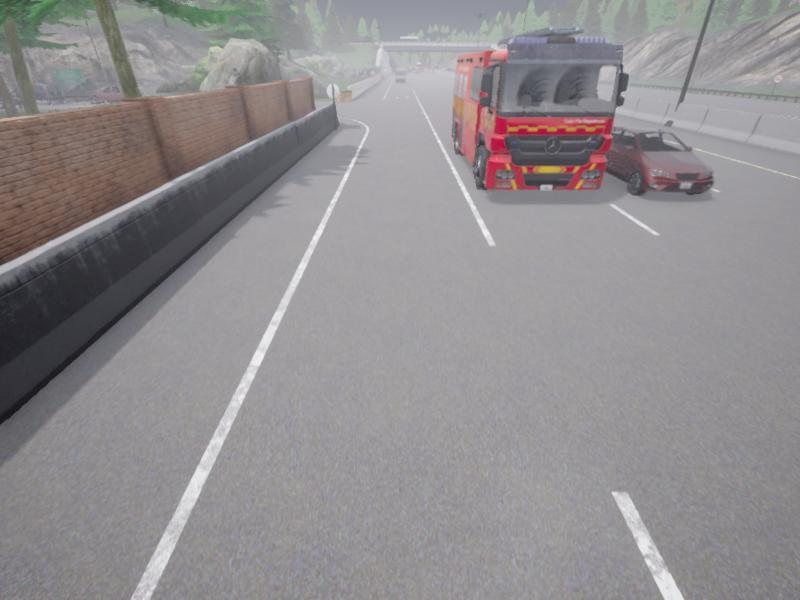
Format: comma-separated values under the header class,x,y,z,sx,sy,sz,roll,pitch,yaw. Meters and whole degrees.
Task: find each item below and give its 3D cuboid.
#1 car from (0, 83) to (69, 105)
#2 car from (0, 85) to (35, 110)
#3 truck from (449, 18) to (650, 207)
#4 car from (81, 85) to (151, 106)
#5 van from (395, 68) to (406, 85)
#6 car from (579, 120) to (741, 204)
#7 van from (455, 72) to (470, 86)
class,x,y,z,sx,sy,sz,roll,pitch,yaw
car,-30.393,-17.130,33.298,3.705,1.549,1.789,0,30,0
car,-31.265,-15.337,30.290,4.902,1.511,2.128,0,30,1
truck,3.544,-6.108,12.594,2.891,3.827,8.468,0,30,0
car,-23.521,-17.018,33.277,4.181,1.385,1.994,1,30,1
van,0.083,-42.058,75.122,1.988,2.561,5.915,0,31,0
car,7.054,-4.119,11.519,1.816,1.474,4.193,0,30,0
van,10.582,-37.628,68.095,1.775,1.987,4.442,0,31,0
